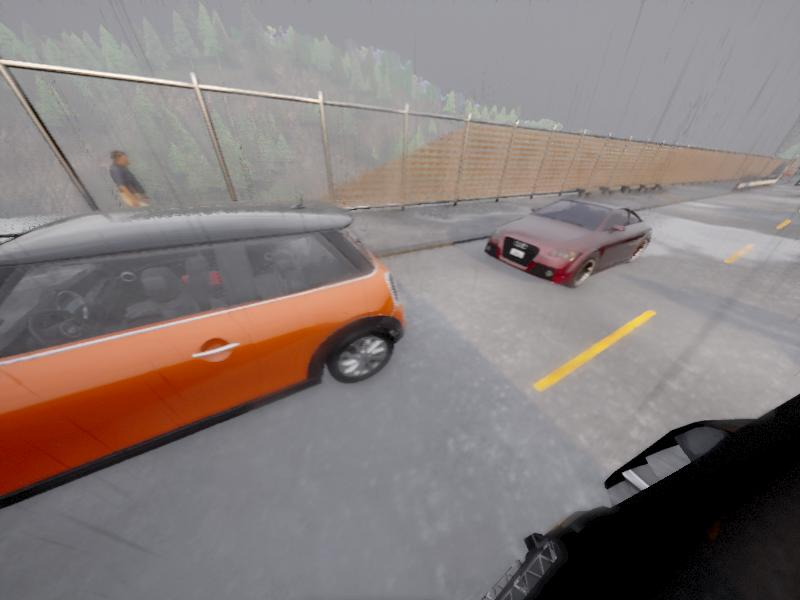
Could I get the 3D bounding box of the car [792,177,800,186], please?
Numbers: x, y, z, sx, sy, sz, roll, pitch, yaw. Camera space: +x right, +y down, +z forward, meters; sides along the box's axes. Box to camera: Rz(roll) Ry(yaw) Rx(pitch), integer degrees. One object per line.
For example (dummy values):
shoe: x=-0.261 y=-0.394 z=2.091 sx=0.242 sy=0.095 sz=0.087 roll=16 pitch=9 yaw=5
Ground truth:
car: x=54.957 y=-15.928 z=30.537 sx=5.027 sy=1.651 sz=2.152 roll=-15 pitch=37 yaw=-24

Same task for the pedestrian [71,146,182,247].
pedestrian: x=-5.742 y=-2.231 z=5.043 sx=0.751 sy=1.860 sz=0.751 roll=-16 pitch=38 yaw=-26

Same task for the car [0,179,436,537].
car: x=-2.242 y=0.040 z=2.139 sx=4.553 sy=1.767 sz=2.097 roll=-15 pitch=37 yaw=-25

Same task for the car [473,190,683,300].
car: x=4.107 y=-1.588 z=5.442 sx=4.181 sy=1.385 sz=1.994 roll=-16 pitch=38 yaw=-26
